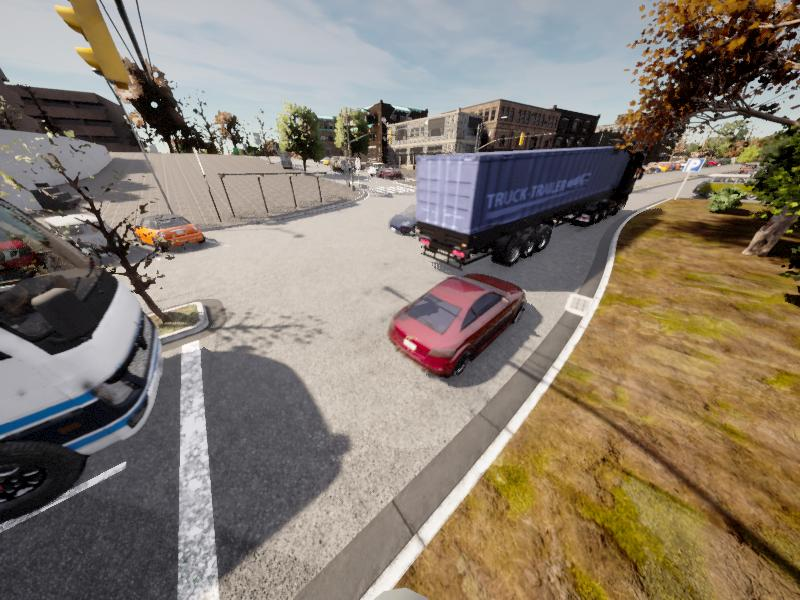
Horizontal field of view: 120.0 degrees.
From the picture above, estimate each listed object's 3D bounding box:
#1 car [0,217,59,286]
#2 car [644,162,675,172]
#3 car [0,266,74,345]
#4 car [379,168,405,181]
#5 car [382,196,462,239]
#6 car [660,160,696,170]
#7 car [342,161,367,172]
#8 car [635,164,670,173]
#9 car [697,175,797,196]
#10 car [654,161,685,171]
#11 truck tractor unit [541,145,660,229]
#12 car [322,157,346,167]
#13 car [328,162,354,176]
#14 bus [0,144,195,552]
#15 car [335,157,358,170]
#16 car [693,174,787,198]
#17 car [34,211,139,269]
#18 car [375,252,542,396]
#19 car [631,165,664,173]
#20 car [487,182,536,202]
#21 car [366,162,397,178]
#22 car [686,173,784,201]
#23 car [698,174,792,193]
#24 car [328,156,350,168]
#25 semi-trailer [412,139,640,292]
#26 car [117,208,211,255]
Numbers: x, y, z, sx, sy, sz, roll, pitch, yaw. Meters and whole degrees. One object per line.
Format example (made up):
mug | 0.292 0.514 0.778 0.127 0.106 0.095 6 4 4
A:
car | -18.453 -2.226 10.271 5.566 2.045 2.435 15 34 27
car | 62.903 -32.281 56.119 4.442 1.987 1.878 22 38 35
car | -12.209 0.637 5.782 4.193 1.474 1.816 -24 38 -32
car | -1.231 -20.775 38.067 2.002 1.452 4.674 21 37 23
car | 1.473 -5.436 14.847 4.792 1.488 2.163 -24 39 -29
car | 73.317 -35.569 61.045 5.566 2.045 2.435 22 38 36
car | -8.914 -26.385 45.522 2.231 1.521 4.892 21 37 23
car | 60.044 -31.365 55.174 5.366 1.575 1.946 22 38 35
car | 35.730 -12.037 24.127 5.366 1.575 1.946 21 37 31
car | 68.170 -33.897 58.556 4.442 1.987 1.878 22 38 35
truck tractor unit | 13.261 -7.741 15.427 6.516 4.208 3.053 -22 38 -30
car | -14.577 -30.665 51.280 1.946 1.575 5.366 21 37 23
car | -10.233 -22.747 39.992 2.128 1.511 4.902 -23 42 -34
bus | -8.689 1.606 1.325 10.273 4.253 3.944 -24 38 -32
car | -10.866 -27.919 47.185 1.878 1.987 4.442 21 37 23
car | 33.092 -11.306 22.797 4.553 1.767 2.185 20 37 31
car | -16.054 -3.211 11.856 4.442 1.987 1.878 15 34 27
car | 1.658 0.174 6.049 4.181 1.385 1.994 -27 40 -35
car | 57.558 -30.497 53.847 5.008 1.535 2.097 22 37 35
car | 11.889 -11.584 24.576 5.357 1.411 2.033 -21 37 -29
car | -3.124 -22.424 39.795 2.435 2.045 5.566 21 37 23
car | 30.571 -10.506 21.390 4.442 1.987 1.878 20 38 31
car | 37.900 -13.039 25.682 5.366 1.575 1.946 21 38 31
car | -12.791 -29.317 49.059 1.878 1.987 4.442 21 37 23
semi-trailer | 6.947 -5.133 11.381 14.254 4.402 2.717 -23 38 -30
car | -13.789 -4.164 13.541 4.553 1.767 2.185 15 35 27
